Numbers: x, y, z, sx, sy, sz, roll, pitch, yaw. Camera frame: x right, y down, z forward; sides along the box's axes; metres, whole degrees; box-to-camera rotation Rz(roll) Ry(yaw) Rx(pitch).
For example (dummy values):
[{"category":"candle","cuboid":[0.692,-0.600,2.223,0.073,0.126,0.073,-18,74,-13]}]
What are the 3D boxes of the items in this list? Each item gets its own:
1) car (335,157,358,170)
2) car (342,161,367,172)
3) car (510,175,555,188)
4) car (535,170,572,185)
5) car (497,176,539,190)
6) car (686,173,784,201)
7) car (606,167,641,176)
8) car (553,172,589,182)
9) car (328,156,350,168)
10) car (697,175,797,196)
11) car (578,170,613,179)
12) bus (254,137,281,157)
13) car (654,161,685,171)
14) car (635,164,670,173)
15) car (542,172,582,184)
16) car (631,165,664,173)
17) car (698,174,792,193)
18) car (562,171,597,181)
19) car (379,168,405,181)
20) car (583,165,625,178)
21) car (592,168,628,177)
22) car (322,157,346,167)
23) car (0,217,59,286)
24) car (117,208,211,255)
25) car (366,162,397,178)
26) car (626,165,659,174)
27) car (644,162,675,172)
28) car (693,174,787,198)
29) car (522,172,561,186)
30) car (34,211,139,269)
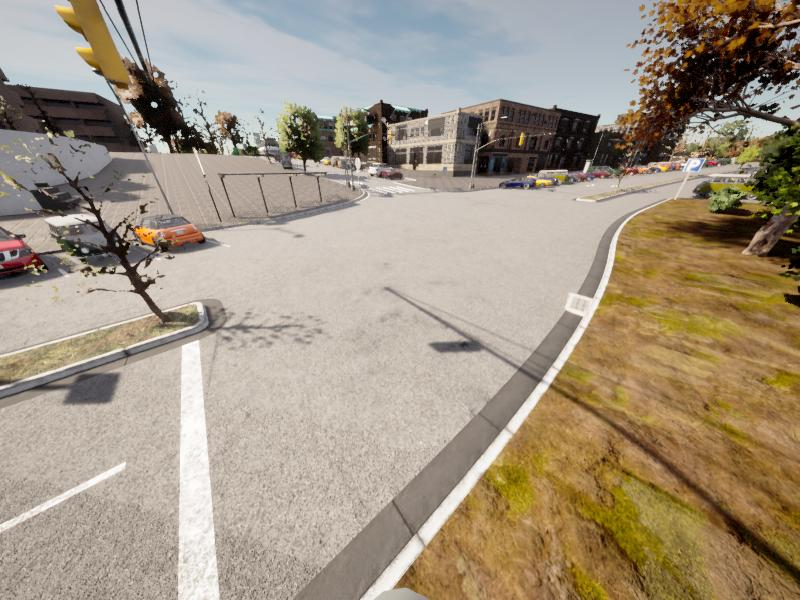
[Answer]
[{"category":"car","cuboid":[-10.866,-27.919,47.185,1.878,1.987,4.442,21,37,23]},{"category":"car","cuboid":[-8.914,-26.385,45.522,2.231,1.521,4.892,21,37,23]},{"category":"car","cuboid":[19.246,-17.332,33.735,5.366,1.575,1.946,18,36,31]},{"category":"car","cuboid":[24.186,-19.390,36.497,4.442,1.987,1.878,19,36,31]},{"category":"car","cuboid":[16.543,-16.502,32.563,4.792,1.488,2.163,18,36,31]},{"category":"car","cuboid":[30.571,-10.506,21.390,4.442,1.987,1.878,20,38,31]},{"category":"car","cuboid":[47.102,-27.159,48.787,5.008,1.535,2.097,21,38,34]},{"category":"car","cuboid":[29.144,-21.005,39.471,4.674,1.452,2.002,19,37,32]},{"category":"car","cuboid":[-12.791,-29.317,49.059,1.878,1.987,4.442,21,37,23]},{"category":"car","cuboid":[35.730,-12.037,24.127,5.366,1.575,1.946,21,37,31]},{"category":"car","cuboid":[36.781,-23.674,43.552,4.674,1.452,2.002,20,37,33]},{"category":"bus","cuboid":[-38.014,-43.411,65.949,3.944,4.253,10.273,-21,36,-32]},{"category":"car","cuboid":[68.170,-33.897,58.556,4.442,1.987,1.878,22,38,35]},{"category":"car","cuboid":[60.044,-31.365,55.174,5.366,1.575,1.946,22,38,35]},{"category":"car","cuboid":[26.611,-20.140,38.075,4.892,1.521,2.231,19,36,32]},{"category":"car","cuboid":[57.558,-30.497,53.847,5.008,1.535,2.097,22,37,35]},{"category":"car","cuboid":[37.900,-13.039,25.682,5.366,1.575,1.946,21,38,31]},{"category":"car","cuboid":[31.680,-21.906,40.851,4.674,1.452,2.002,19,36,32]},{"category":"car","cuboid":[-1.231,-20.775,38.067,2.002,1.452,4.674,21,37,23]},{"category":"car","cuboid":[39.365,-24.796,44.732,5.566,2.045,2.435,20,37,33]},{"category":"car","cuboid":[41.921,-25.455,46.197,5.008,1.535,2.097,20,37,33]},{"category":"car","cuboid":[-14.577,-30.665,51.280,1.946,1.575,5.366,21,37,23]},{"category":"car","cuboid":[-18.453,-2.226,10.271,5.566,2.045,2.435,15,34,27]},{"category":"car","cuboid":[-13.789,-4.164,13.541,4.553,1.767,2.185,15,35,27]},{"category":"car","cuboid":[-3.124,-22.424,39.795,2.435,2.045,5.566,21,37,23]},{"category":"car","cuboid":[54.944,-29.664,52.587,4.892,1.521,2.231,22,38,35]},{"category":"car","cuboid":[62.903,-32.281,56.119,4.442,1.987,1.878,22,38,35]},{"category":"car","cuboid":[33.092,-11.306,22.797,4.553,1.767,2.185,20,37,31]},{"category":"car","cuboid":[21.562,-18.424,35.211,4.553,1.767,2.185,19,36,31]},{"category":"car","cuboid":[-16.054,-3.211,11.856,4.442,1.987,1.878,15,34,27]}]
